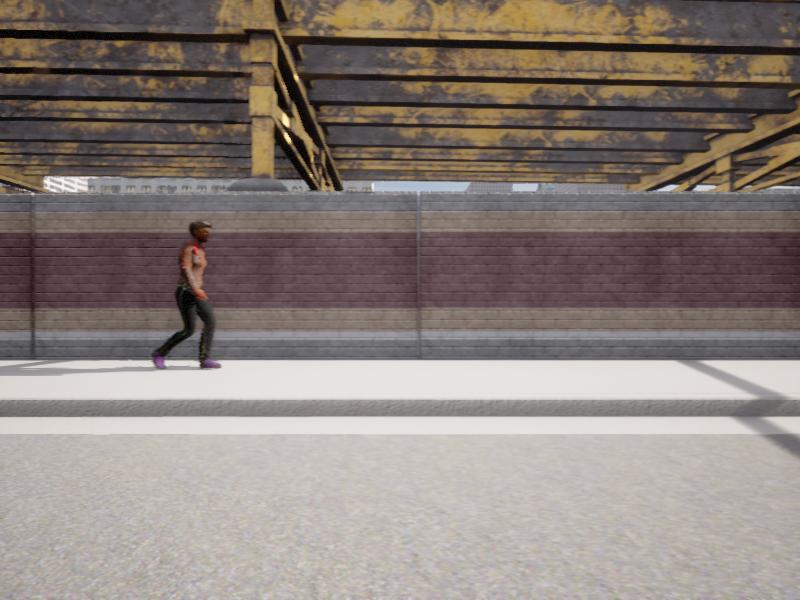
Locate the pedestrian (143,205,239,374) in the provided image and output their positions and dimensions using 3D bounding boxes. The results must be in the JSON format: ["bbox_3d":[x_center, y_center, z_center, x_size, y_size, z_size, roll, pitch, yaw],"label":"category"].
[{"bbox_3d":[-2.450,-0.114,4.770,0.751,1.860,0.751,0,0,0],"label":"pedestrian"}]
